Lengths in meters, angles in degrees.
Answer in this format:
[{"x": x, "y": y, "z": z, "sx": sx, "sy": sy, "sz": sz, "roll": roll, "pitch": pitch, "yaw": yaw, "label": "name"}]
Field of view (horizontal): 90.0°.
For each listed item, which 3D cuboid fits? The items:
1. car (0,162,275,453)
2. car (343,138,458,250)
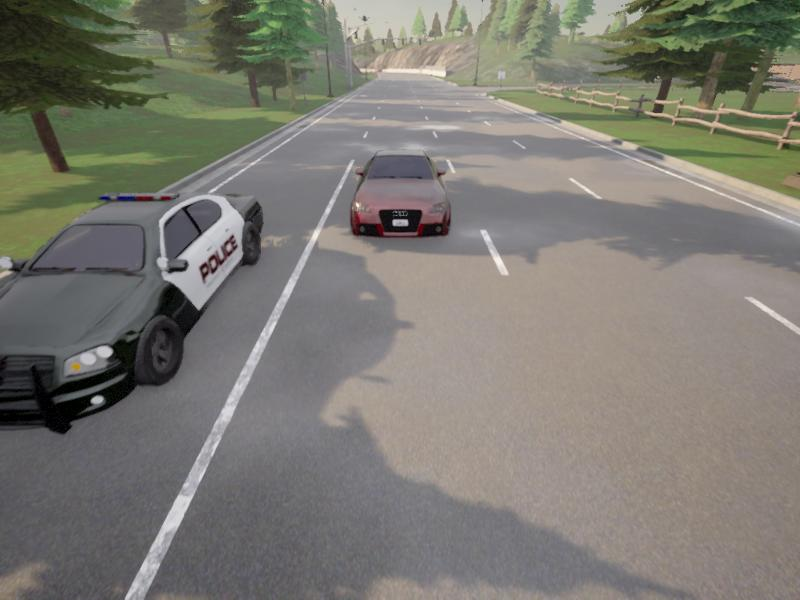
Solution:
[{"x": -3.492, "y": -0.540, "z": 5.380, "sx": 2.038, "sy": 1.542, "sz": 4.974, "roll": 0, "pitch": 30, "yaw": 0, "label": "car"}, {"x": 0.012, "y": -2.601, "z": 9.053, "sx": 1.994, "sy": 1.385, "sz": 4.181, "roll": 0, "pitch": 30, "yaw": 0, "label": "car"}]
